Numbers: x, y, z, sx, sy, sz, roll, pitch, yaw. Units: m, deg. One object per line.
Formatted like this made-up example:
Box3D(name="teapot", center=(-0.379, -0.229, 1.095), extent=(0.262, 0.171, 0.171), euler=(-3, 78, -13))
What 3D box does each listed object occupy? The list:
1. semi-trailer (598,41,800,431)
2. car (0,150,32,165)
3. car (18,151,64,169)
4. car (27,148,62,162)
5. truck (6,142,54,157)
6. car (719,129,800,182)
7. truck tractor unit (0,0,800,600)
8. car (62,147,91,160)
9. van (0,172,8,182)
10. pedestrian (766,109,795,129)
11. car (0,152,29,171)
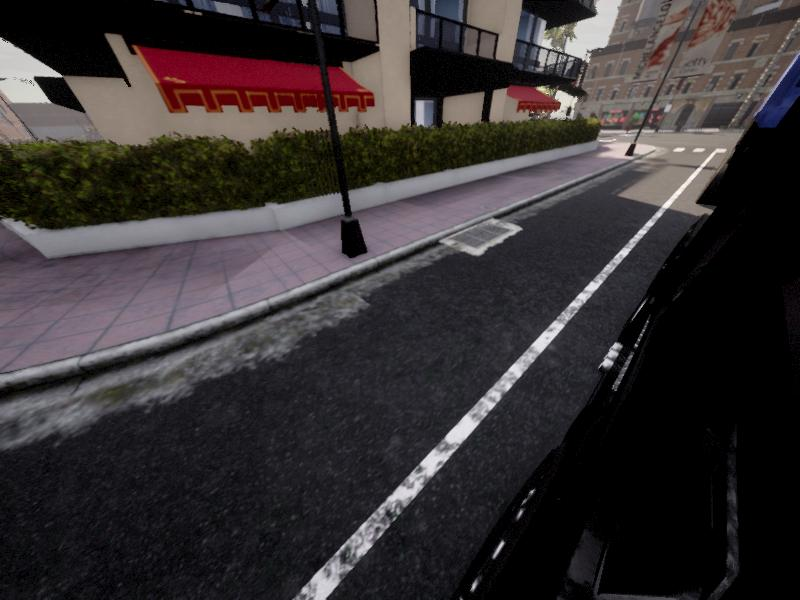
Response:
Box3D(name="semi-trailer", center=(8.684, -3.619, 4.236), extent=(14.254, 4.402, 2.717), euler=(-28, 44, -30))
Box3D(name="car", center=(-59.942, -21.975, 35.585), extent=(2.128, 1.511, 4.902), euler=(-29, 44, -30))
Box3D(name="car", center=(-42.608, -16.798, 27.546), extent=(1.816, 1.474, 4.193), euler=(-28, 44, -30))
Box3D(name="car", center=(-57.279, -23.453, 37.314), extent=(1.851, 1.617, 3.988), euler=(-29, 44, -30))
Box3D(name="truck", center=(-88.427, -36.137, 55.434), extent=(5.204, 2.467, 2.627), euler=(-28, 44, -30))
Box3D(name="car", center=(16.087, -6.392, 9.984), extent=(5.357, 1.411, 2.033), euler=(-28, 44, -30))
Box3D(name="truck tractor unit", center=(2.645, -0.295, 0.351), extent=(6.516, 4.208, 3.053), euler=(-28, 44, -30))
Box3D(name="car", center=(-54.543, -24.793, 39.038), extent=(1.970, 1.475, 3.806), euler=(-29, 44, -30))
Box3D(name="van", center=(-30.278, -8.928, 15.375), extent=(1.988, 2.561, 5.915), euler=(-29, 44, -30))
Box3D(name="pedestrian", center=(46.291, -21.976, 28.140), extent=(0.751, 1.860, 0.751), euler=(-4, 37, -2))
Box3D(name="car", center=(-46.322, -16.086, 26.789), extent=(2.038, 1.542, 4.974), euler=(-28, 44, -30))
